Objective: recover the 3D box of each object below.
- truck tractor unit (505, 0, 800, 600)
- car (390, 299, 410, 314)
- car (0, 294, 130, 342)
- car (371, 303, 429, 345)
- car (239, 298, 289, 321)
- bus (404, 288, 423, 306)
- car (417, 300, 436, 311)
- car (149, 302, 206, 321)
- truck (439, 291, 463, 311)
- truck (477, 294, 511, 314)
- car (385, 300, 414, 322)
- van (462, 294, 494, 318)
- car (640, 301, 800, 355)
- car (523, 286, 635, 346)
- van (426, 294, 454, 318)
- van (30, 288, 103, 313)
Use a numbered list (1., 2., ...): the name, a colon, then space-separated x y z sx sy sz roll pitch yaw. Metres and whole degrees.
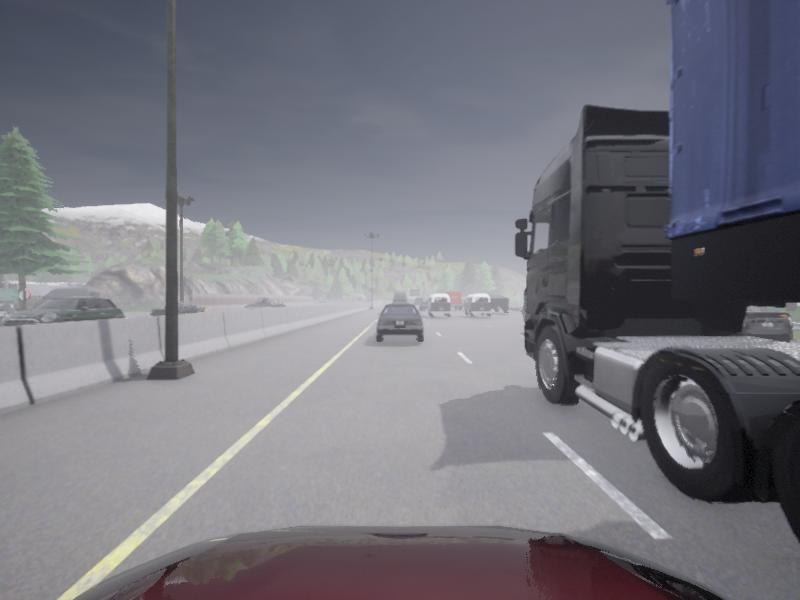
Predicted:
1. truck tractor unit: 3.503 -0.536 4.240 3.053 4.208 6.516 0 0 0
2. car: -0.002 0.713 45.255 2.038 1.542 4.974 0 0 0
3. car: -14.002 0.652 16.940 2.097 1.767 4.553 0 0 0
4. car: 0.001 0.854 16.605 2.033 1.411 5.357 0 0 0
5. car: -10.502 0.702 31.364 2.152 1.651 5.027 0 0 0
6. bus: 3.364 -0.793 102.651 3.944 4.253 10.273 0 0 -2
7. car: 3.496 0.702 53.708 2.128 1.511 4.902 0 0 0
8. car: -17.503 0.865 31.719 1.895 1.301 4.718 0 0 0
9. truck: 7.012 0.178 55.378 2.627 2.467 5.204 0 -3 -1
10. truck: 10.495 0.430 45.425 2.390 2.098 6.274 0 0 0
11. car: -0.004 0.751 30.596 2.038 1.542 4.974 0 0 0
12. van: 6.998 0.481 36.269 2.069 2.038 4.480 0 0 0
13. car: 10.499 0.795 13.566 2.007 1.525 4.514 0 0 0
14. car: 6.997 0.530 16.554 2.150 2.045 5.566 0 0 0
15. van: 3.496 0.482 36.091 2.069 2.038 4.480 0 0 0
16. van: -34.828 0.021 41.907 5.915 2.561 1.988 0 0 0
